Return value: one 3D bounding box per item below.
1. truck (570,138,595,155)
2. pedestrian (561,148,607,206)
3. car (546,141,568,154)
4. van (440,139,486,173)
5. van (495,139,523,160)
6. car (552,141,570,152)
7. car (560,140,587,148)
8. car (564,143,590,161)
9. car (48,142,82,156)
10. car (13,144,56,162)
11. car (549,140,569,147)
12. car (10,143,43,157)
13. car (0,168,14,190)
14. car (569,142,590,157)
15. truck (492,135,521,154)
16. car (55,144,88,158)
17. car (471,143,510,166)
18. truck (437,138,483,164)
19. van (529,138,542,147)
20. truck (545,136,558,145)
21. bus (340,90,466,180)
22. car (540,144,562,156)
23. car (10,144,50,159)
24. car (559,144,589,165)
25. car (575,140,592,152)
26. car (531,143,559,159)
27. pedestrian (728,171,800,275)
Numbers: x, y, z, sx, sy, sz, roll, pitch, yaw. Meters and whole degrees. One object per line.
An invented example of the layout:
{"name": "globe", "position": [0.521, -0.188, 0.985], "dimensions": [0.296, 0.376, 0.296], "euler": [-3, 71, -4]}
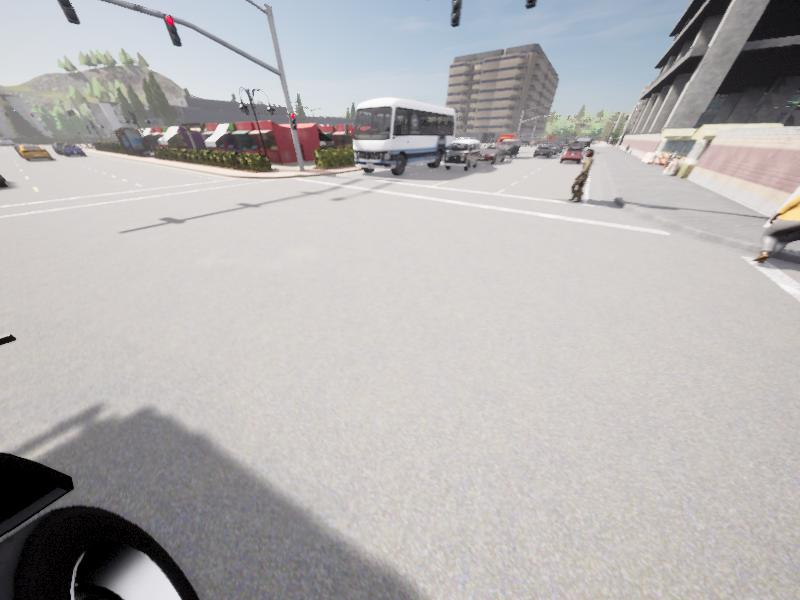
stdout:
{"name": "truck", "position": [29.778, -25.176, 37.675], "dimensions": [2.390, 2.098, 6.274], "euler": [22, 41, 28]}
{"name": "pedestrian", "position": [7.091, -4.768, 8.968], "dimensions": [0.751, 1.860, 0.751], "euler": [22, 41, 28]}
{"name": "car", "position": [26.443, -25.750, 38.898], "dimensions": [2.152, 1.651, 5.027], "euler": [22, 41, 27]}
{"name": "van", "position": [5.179, -11.717, 18.668], "dimensions": [2.069, 2.038, 4.480], "euler": [19, 39, 24]}
{"name": "van", "position": [13.510, -18.625, 28.493], "dimensions": [1.775, 1.987, 4.442], "euler": [22, 41, 28]}
{"name": "car", "position": [30.819, -29.375, 44.113], "dimensions": [2.007, 1.525, 4.514], "euler": [22, 41, 28]}
{"name": "car", "position": [45.060, -40.639, 60.141], "dimensions": [5.366, 1.575, 1.801], "euler": [22, 41, 28]}
{"name": "car", "position": [21.545, -18.055, 28.080], "dimensions": [1.882, 1.535, 5.008], "euler": [22, 41, 28]}
{"name": "car", "position": [-50.838, -22.969, 35.016], "dimensions": [4.856, 1.649, 2.033], "euler": [22, 41, 28]}
{"name": "car", "position": [-42.363, -17.072, 26.754], "dimensions": [5.008, 1.535, 1.882], "euler": [22, 41, 27]}
{"name": "car", "position": [46.420, -45.947, 67.653], "dimensions": [4.514, 1.525, 2.007], "euler": [-10, 36, -12]}
{"name": "car", "position": [-53.494, -21.541, 33.071], "dimensions": [5.008, 1.535, 1.882], "euler": [22, 41, 28]}
{"name": "car", "position": [-23.375, -6.882, 12.393], "dimensions": [4.792, 1.488, 2.163], "euler": [22, 41, 28]}
{"name": "car", "position": [25.384, -21.271, 32.619], "dimensions": [1.789, 1.549, 3.705], "euler": [22, 41, 27]}
{"name": "truck", "position": [17.662, -25.861, 38.317], "dimensions": [2.627, 2.467, 5.204], "euler": [22, 41, 28]}
{"name": "car", "position": [-45.485, -20.744, 32.003], "dimensions": [4.193, 1.474, 1.816], "euler": [22, 41, 28]}
{"name": "car", "position": [9.360, -14.999, 23.677], "dimensions": [2.152, 1.651, 5.027], "euler": [22, 41, 28]}
{"name": "truck", "position": [6.662, -16.496, 25.378], "dimensions": [2.390, 2.098, 6.274], "euler": [22, 41, 28]}
{"name": "van", "position": [35.629, -41.383, 60.709], "dimensions": [1.775, 1.987, 4.442], "euler": [22, 41, 28]}
{"name": "truck", "position": [52.595, -55.463, 80.219], "dimensions": [2.627, 2.467, 5.204], "euler": [22, 41, 27]}
{"name": "bus", "position": [0.891, -12.420, 17.745], "dimensions": [3.944, 4.253, 10.273], "euler": [22, 41, 28]}
{"name": "car", "position": [22.351, -22.218, 34.118], "dimensions": [1.994, 1.385, 4.181], "euler": [22, 41, 28]}
{"name": "car", "position": [-47.886, -19.259, 29.895], "dimensions": [4.792, 1.488, 2.163], "euler": [22, 41, 28]}
{"name": "car", "position": [17.811, -14.949, 23.623], "dimensions": [1.851, 1.617, 3.988], "euler": [22, 41, 28]}
{"name": "car", "position": [34.894, -29.275, 43.873], "dimensions": [1.930, 1.638, 5.238], "euler": [22, 41, 28]}
{"name": "car", "position": [18.699, -19.218, 29.747], "dimensions": [2.128, 1.511, 4.902], "euler": [22, 41, 28]}
{"name": "pedestrian", "position": [7.833, -1.569, 4.518], "dimensions": [0.751, 1.860, 0.751], "euler": [26, 43, 31]}
